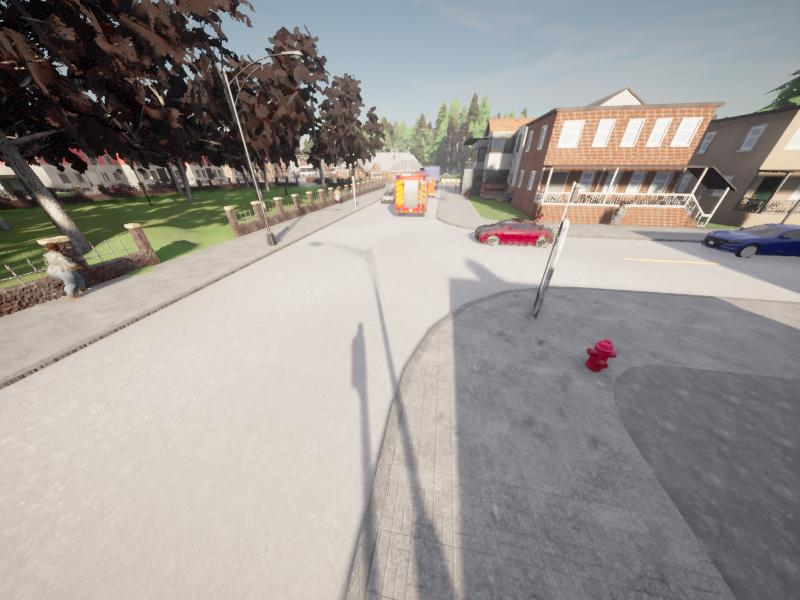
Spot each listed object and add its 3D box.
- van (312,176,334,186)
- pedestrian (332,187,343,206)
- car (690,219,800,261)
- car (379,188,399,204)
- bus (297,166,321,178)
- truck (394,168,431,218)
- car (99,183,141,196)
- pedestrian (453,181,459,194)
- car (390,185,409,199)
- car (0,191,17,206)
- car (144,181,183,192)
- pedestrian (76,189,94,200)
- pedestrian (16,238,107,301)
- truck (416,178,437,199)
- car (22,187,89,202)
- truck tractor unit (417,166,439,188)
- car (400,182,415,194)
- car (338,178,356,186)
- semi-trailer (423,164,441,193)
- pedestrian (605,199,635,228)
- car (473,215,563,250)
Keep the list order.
[{"bbox_3d":[-19.021,-29.661,57.340,4.480,2.038,2.069,5,30,9],"label":"van"},{"bbox_3d":[-7.129,-11.854,26.420,0.751,1.860,0.751,5,30,9],"label":"pedestrian"},{"bbox_3d":[19.056,-3.073,11.791,5.008,1.535,1.882,5,30,9],"label":"car"},{"bbox_3d":[-1.281,-13.276,29.471,1.845,1.501,3.633,4,30,7],"label":"car"},{"bbox_3d":[-37.411,-53.087,95.699,3.944,4.253,10.273,5,30,9],"label":"bus"},{"bbox_3d":[1.509,-11.280,23.718,2.891,3.827,8.468,4,30,6],"label":"truck"},{"bbox_3d":[-45.449,-17.993,37.616,1.789,1.549,3.705,5,30,9],"label":"car"},{"bbox_3d":[9.072,-18.225,37.438,0.751,1.860,0.751,5,30,9],"label":"pedestrian"},{"bbox_3d":[-0.005,-16.512,35.211,2.033,1.411,5.357,5,30,8],"label":"car"},{"bbox_3d":[-47.776,-11.353,26.194,1.970,1.475,3.806,5,30,9],"label":"car"},{"bbox_3d":[-44.278,-21.282,43.373,1.837,1.490,4.892,5,30,8],"label":"car"},{"bbox_3d":[-41.950,-14.052,30.787,0.751,1.300,0.751,5,30,9],"label":"pedestrian"},{"bbox_3d":[-10.982,-0.981,7.588,0.751,1.860,0.751,5,30,9],"label":"pedestrian"},{"bbox_3d":[4.070,-16.867,34.765,2.627,2.467,5.204,5,31,9],"label":"truck"},{"bbox_3d":[-46.697,-14.440,31.490,2.007,1.525,4.514,5,30,9],"label":"car"},{"bbox_3d":[6.074,-27.738,51.825,3.053,4.208,6.516,-5,31,-9],"label":"truck tractor unit"},{"bbox_3d":[1.399,-20.204,41.419,1.801,1.575,5.366,5,30,9],"label":"car"},{"bbox_3d":[-12.908,-28.897,56.527,3.633,1.501,1.845,5,30,9],"label":"car"},{"bbox_3d":[5.925,-23.892,44.968,2.717,4.402,14.254,3,30,4],"label":"semi-trailer"},{"bbox_3d":[16.032,-6.345,16.862,0.751,1.860,0.751,6,30,10],"label":"pedestrian"},{"bbox_3d":[6.680,-4.058,13.662,4.181,1.385,1.994,4,30,8],"label":"car"}]
